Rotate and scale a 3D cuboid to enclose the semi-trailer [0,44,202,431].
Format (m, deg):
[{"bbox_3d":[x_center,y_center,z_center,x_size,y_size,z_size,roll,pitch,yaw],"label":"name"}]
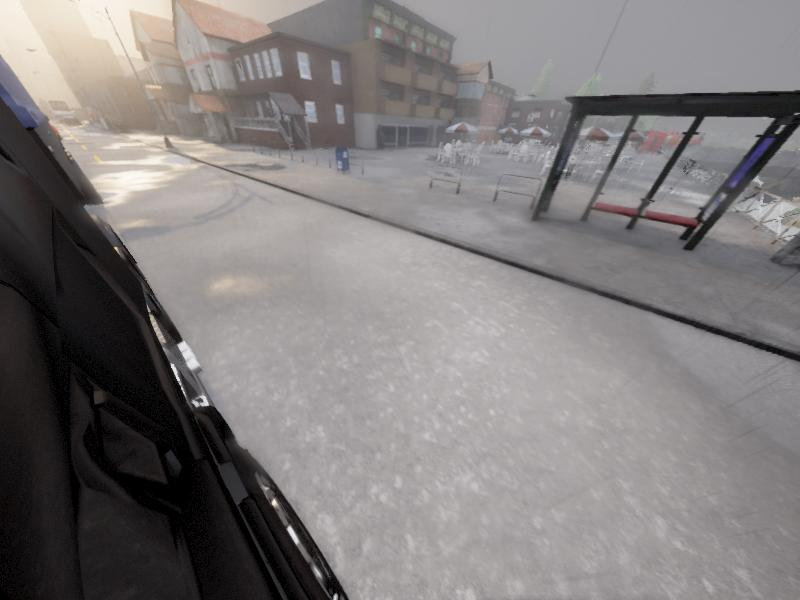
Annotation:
[{"bbox_3d":[-8.700,-3.601,4.231,14.254,4.402,2.717,28,44,30],"label":"semi-trailer"}]

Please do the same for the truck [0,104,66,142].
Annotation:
[{"bbox_3d":[-33.094,-15.821,20.672,5.204,2.467,2.627,28,44,30],"label":"truck"}]

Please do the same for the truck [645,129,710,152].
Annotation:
[{"bbox_3d":[62.490,-36.327,52.466,8.468,3.827,2.891,28,44,30],"label":"truck"}]

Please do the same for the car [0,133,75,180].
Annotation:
[{"bbox_3d":[-16.421,-6.449,10.161,4.718,1.301,1.895,28,44,30],"label":"car"}]

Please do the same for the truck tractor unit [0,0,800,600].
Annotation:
[{"bbox_3d":[-2.645,-0.295,0.351,6.516,4.208,3.053,28,44,30],"label":"truck tractor unit"}]

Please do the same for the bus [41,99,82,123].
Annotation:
[{"bbox_3d":[-84.261,-46.912,57.487,10.273,4.253,3.944,28,44,30],"label":"bus"}]

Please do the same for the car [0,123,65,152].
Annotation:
[{"bbox_3d":[-25.449,-11.296,16.013,4.181,1.385,1.994,28,44,30],"label":"car"}]
